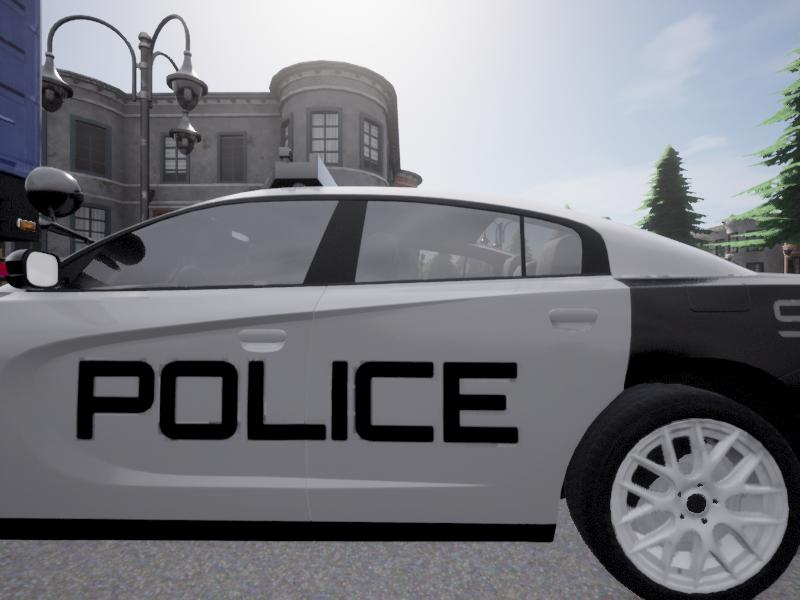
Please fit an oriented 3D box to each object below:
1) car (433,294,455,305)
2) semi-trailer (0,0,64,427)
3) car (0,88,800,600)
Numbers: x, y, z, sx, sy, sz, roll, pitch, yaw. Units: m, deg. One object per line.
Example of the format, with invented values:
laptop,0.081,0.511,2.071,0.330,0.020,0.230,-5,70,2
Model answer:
car,8.491,-0.067,77.495,2.150,2.045,5.566,0,0,-17
semi-trailer,-10.202,-1.218,2.399,14.254,4.402,2.717,0,0,1
car,-0.593,0.180,2.207,5.238,1.638,1.930,0,0,1
